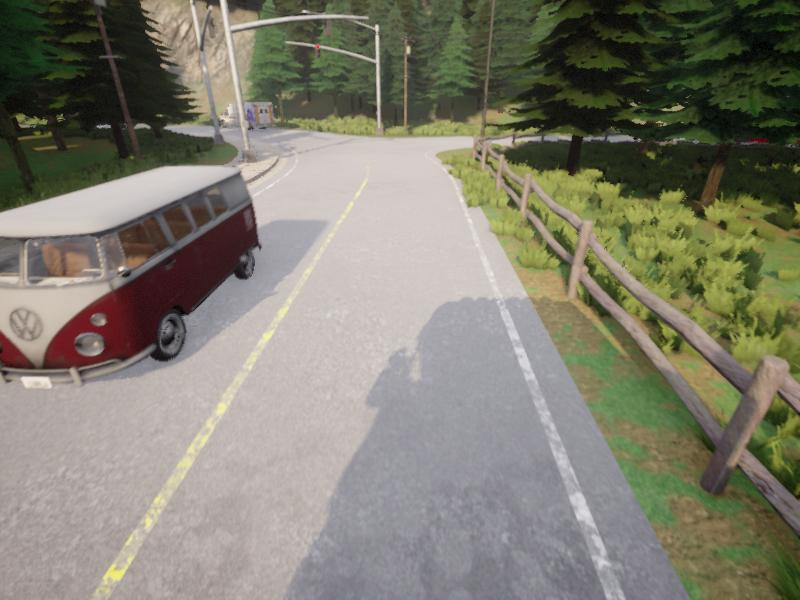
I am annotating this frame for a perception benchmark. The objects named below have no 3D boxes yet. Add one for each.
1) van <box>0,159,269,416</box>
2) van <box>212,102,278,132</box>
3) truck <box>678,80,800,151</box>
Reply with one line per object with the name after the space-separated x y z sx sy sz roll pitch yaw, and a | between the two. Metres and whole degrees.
-3.655 -0.678 5.824 1.775 1.987 4.442 1 27 2 | van
-15.454 -18.266 39.789 6.366 2.431 2.351 16 31 28 | van
23.588 -11.849 25.665 8.468 3.827 2.891 12 29 23 | truck
